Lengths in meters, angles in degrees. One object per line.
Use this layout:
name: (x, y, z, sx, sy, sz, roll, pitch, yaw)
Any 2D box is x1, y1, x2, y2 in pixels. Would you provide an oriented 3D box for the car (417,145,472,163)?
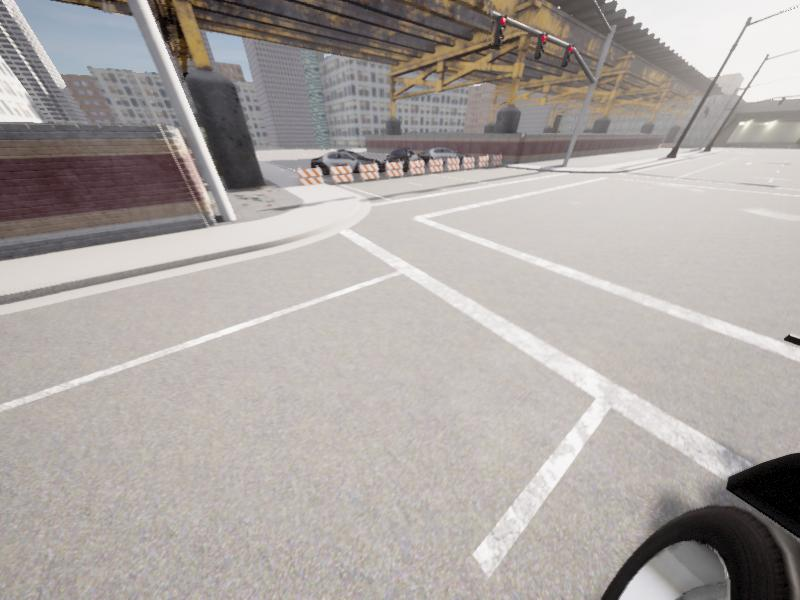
car: (4.011, -13.534, 21.380, 4.536, 1.218, 1.853, -4, 35, -5)

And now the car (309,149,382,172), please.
car: (-3.701, -9.831, 16.205, 4.536, 1.218, 1.853, 5, 36, 7)

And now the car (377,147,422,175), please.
car: (0.120, -11.243, 18.444, 2.038, 1.542, 4.974, 11, 37, 15)

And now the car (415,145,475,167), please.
car: (4.064, -13.409, 21.475, 4.974, 1.542, 2.038, -4, 35, -5)

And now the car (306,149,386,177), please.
car: (-3.648, -9.698, 16.289, 4.974, 1.542, 2.038, 5, 36, 7)

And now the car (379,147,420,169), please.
car: (0.136, -11.401, 18.394, 1.853, 1.218, 4.536, 11, 37, 15)
